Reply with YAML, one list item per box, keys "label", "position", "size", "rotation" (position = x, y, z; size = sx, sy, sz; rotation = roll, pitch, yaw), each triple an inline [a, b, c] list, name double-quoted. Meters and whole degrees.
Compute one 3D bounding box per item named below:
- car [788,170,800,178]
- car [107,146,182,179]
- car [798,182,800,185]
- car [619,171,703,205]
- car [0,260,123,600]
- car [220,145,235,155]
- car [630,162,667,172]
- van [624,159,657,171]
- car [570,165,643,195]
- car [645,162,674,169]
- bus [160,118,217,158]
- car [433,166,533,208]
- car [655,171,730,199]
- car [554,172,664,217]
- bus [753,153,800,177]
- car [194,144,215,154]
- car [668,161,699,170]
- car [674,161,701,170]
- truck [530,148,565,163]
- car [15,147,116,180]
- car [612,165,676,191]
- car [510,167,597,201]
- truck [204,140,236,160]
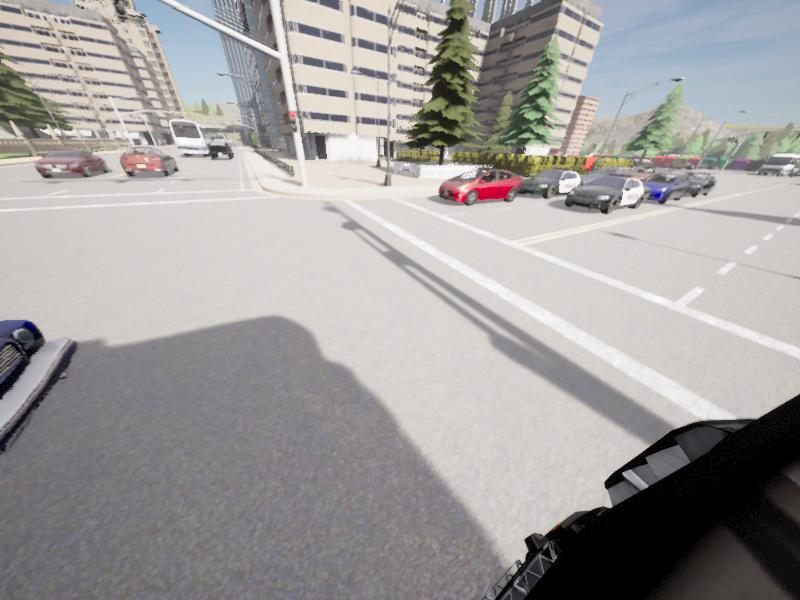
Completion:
- label: "car"
  position: [87.615, -27.639, 50.575]
  size: [4.892, 1.490, 1.837]
  rotation: [-15, 37, -25]
- label: "car"
  position: [-17.487, -9.763, 16.206]
  size: [2.152, 1.651, 5.027]
  rotation: [-16, 38, -26]
- label: "car"
  position: [58.954, -17.195, 32.634]
  size: [5.238, 1.638, 1.930]
  rotation: [-16, 38, -26]
- label: "car"
  position: [16.501, -7.154, 14.606]
  size: [4.514, 1.525, 2.007]
  rotation: [-16, 38, -26]
- label: "car"
  position: [-4.719, 1.261, 0.586]
  size: [4.718, 1.301, 1.895]
  rotation: [-16, 38, -26]
- label: "car"
  position: [-33.987, -29.669, 45.621]
  size: [1.994, 1.385, 4.181]
  rotation: [-16, 38, -26]
- label: "car"
  position: [54.414, -29.140, 50.685]
  size: [2.128, 1.511, 4.902]
  rotation: [-16, 38, -26]
- label: "van"
  position: [56.096, -31.577, 53.968]
  size: [2.069, 2.038, 4.480]
  rotation: [-16, 38, -26]
- label: "car"
  position: [15.648, -9.171, 17.527]
  size: [4.856, 1.649, 2.033]
  rotation: [-16, 38, -26]
- label: "car"
  position: [77.086, -40.099, 68.634]
  size: [2.033, 1.415, 5.357]
  rotation: [-16, 38, -26]
- label: "bus"
  position: [-31.141, -24.156, 34.798]
  size: [3.944, 4.253, 10.273]
  rotation: [-16, 38, -26]
- label: "car"
  position: [4.205, -5.881, 11.844]
  size: [4.514, 1.525, 2.007]
  rotation: [-15, 37, -25]
- label: "car"
  position: [22.010, -8.731, 17.391]
  size: [4.902, 1.511, 2.128]
  rotation: [-16, 38, -26]
- label: "car"
  position: [10.461, -5.420, 11.559]
  size: [4.974, 1.542, 2.038]
  rotation: [-16, 38, -26]
- label: "bus"
  position: [85.890, -30.428, 52.190]
  size: [10.273, 4.253, 3.944]
  rotation: [-15, 37, -25]
- label: "car"
  position: [-36.210, -28.072, 42.913]
  size: [2.128, 1.511, 4.902]
  rotation: [-16, 38, -26]
- label: "car"
  position: [75.436, -35.769, 61.504]
  size: [1.932, 1.855, 4.605]
  rotation: [-16, 38, -26]
- label: "car"
  position: [77.967, -36.458, 62.728]
  size: [1.905, 1.878, 3.866]
  rotation: [-16, 38, -26]
- label: "truck"
  position: [48.369, -47.521, 76.075]
  size: [2.891, 3.827, 8.468]
  rotation: [-16, 38, -26]
- label: "car"
  position: [-20.309, -8.597, 14.406]
  size: [1.812, 1.442, 4.674]
  rotation: [-16, 38, -26]
- label: "car"
  position: [21.731, -10.939, 20.586]
  size: [4.611, 1.667, 2.242]
  rotation: [-16, 38, -26]
- label: "car"
  position: [9.629, -7.402, 14.519]
  size: [4.974, 1.542, 2.038]
  rotation: [-16, 38, -26]
- label: "truck"
  position: [-25.044, -21.044, 32.429]
  size: [2.390, 2.098, 6.274]
  rotation: [-14, 37, -24]
